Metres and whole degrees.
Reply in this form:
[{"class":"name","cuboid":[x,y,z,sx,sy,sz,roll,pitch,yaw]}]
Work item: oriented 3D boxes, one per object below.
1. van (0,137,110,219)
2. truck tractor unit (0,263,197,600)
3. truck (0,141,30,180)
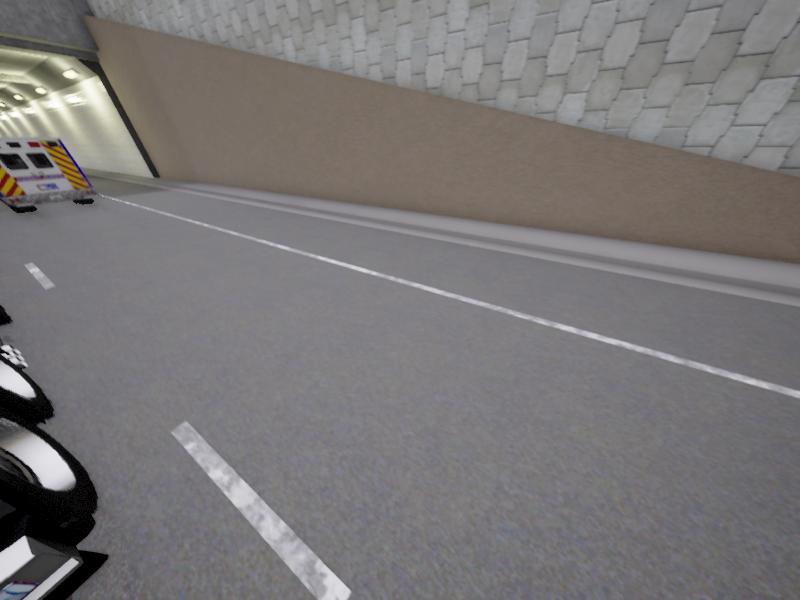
[{"class":"van","cuboid":[-15.884,-5.383,9.783,6.366,2.431,2.351,18,39,24]},{"class":"truck tractor unit","cuboid":[-5.119,-0.291,0.780,6.516,4.208,3.053,18,39,24]},{"class":"truck","cuboid":[-33.524,-11.700,17.824,8.468,3.827,2.891,18,39,24]}]
